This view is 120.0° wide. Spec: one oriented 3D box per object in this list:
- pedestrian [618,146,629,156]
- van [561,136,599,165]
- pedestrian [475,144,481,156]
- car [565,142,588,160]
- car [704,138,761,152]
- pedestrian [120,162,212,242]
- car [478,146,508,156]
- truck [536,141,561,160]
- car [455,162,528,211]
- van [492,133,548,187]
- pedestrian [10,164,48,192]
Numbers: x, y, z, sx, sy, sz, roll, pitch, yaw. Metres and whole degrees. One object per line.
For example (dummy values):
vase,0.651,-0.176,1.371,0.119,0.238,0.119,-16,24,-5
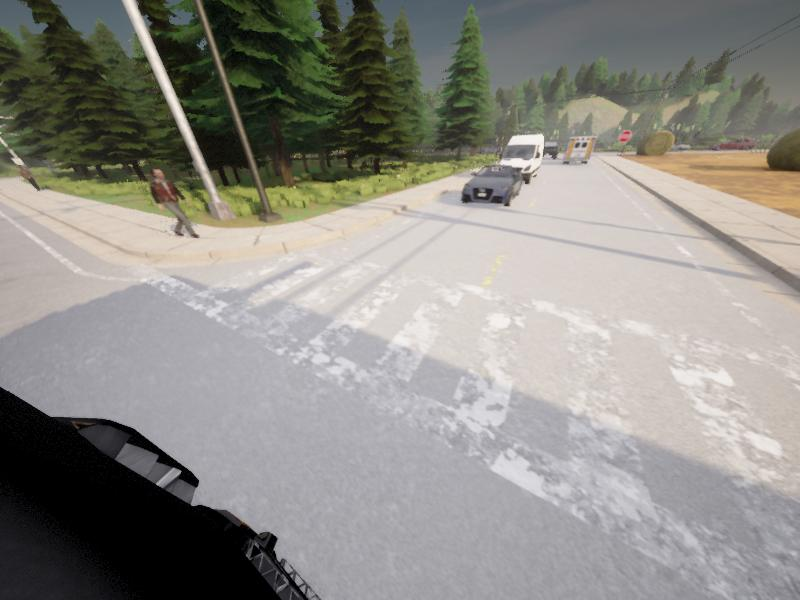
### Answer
pedestrian,29.806,-19.921,30.850,0.500,1.100,0.500,-1,34,3
van,19.486,-16.382,25.281,2.351,2.431,6.366,17,38,27
pedestrian,15.244,-29.147,44.956,0.751,1.860,0.751,3,34,8
car,23.206,-19.666,30.492,1.905,1.878,3.866,17,38,27
car,48.068,-22.526,33.565,4.193,1.474,1.816,19,39,29
pedestrian,-6.172,-2.608,6.235,0.751,1.860,0.751,5,34,10
car,18.800,-30.281,46.964,5.238,1.638,1.930,19,39,29
truck,21.421,-21.616,33.360,2.390,2.098,6.274,15,37,25
car,4.243,-5.267,10.411,1.994,1.385,4.181,17,38,27
van,8.084,-9.405,15.360,1.988,2.561,5.915,17,38,27
pedestrian,-29.337,-9.626,18.288,0.751,1.860,0.751,20,39,30
